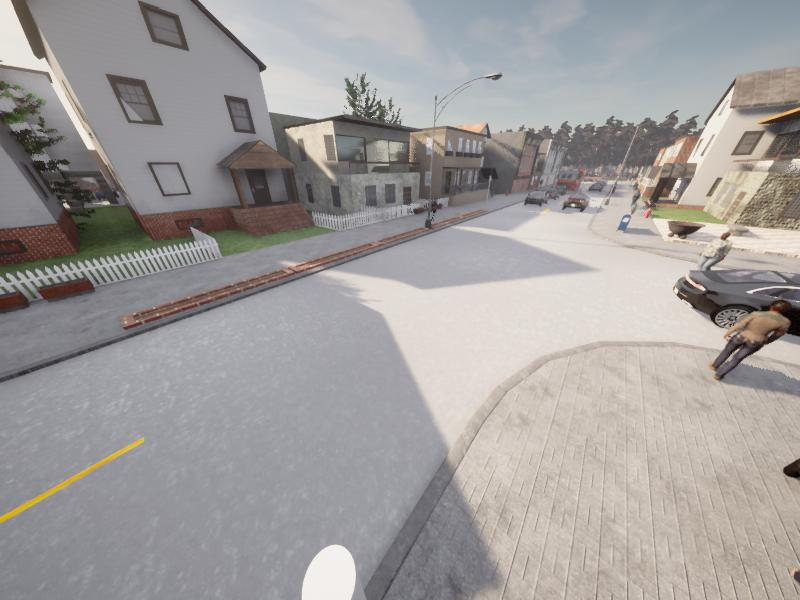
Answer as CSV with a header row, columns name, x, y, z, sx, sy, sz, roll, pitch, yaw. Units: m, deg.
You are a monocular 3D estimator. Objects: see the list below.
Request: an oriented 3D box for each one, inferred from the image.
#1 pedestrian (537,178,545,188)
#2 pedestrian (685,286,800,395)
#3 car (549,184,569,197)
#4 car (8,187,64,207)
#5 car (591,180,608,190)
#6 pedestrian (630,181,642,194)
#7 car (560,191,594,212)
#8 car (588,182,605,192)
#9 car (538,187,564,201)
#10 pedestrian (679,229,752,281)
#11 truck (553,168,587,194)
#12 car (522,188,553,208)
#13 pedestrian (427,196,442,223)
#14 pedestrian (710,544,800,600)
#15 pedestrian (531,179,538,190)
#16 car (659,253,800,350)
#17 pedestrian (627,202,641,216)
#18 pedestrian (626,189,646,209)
name,x,y,z,sx,sy,sz,roll,pitch,yaw
pedestrian,28.905,-23.937,47.349,0.751,1.860,0.751,21,36,31
pedestrian,6.789,0.791,4.520,0.751,1.860,0.751,-18,35,-28
car,25.445,-17.570,36.884,1.789,1.549,3.705,23,37,34
car,-43.673,-12.532,27.911,2.242,1.667,4.611,-23,37,-34
car,41.990,-24.236,48.589,2.033,1.411,5.357,23,37,34
pedestrian,38.568,-18.440,37.827,0.751,1.860,0.751,22,37,34
car,19.467,-10.887,25.332,2.038,1.542,4.974,23,37,34
car,36.920,-21.206,43.367,1.994,1.385,4.181,23,37,34
car,21.579,-15.203,32.970,1.994,1.385,4.181,23,37,34
pedestrian,12.355,-1.757,9.140,0.751,1.860,0.751,-2,30,-4
truck,30.933,-21.820,41.975,2.891,3.827,8.468,23,37,34
car,16.653,-12.450,27.928,1.930,1.638,5.238,22,37,33
pedestrian,2.719,-7.270,18.482,0.751,1.860,0.751,23,37,34
pedestrian,3.417,2.487,1.582,0.751,1.860,0.751,22,36,33
pedestrian,25.546,-21.958,43.921,0.751,1.860,0.751,17,34,27
car,10.870,0.225,6.104,4.902,1.511,2.128,20,36,31
pedestrian,21.097,-8.185,20.809,0.500,1.100,0.500,-25,38,-36
pedestrian,24.772,-10.600,24.248,0.751,1.860,0.751,-23,37,-34
